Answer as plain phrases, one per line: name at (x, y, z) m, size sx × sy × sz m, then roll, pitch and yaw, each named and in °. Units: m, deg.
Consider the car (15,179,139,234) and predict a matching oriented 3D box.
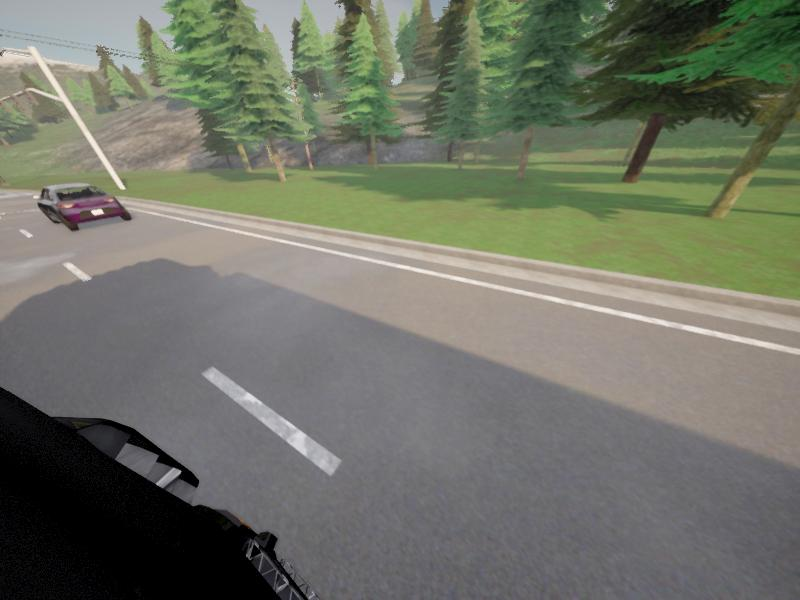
car at (-13.133, -3.946, 9.425) m, size 4.193 × 1.474 × 1.816 m, roll 16°, pitch 38°, yaw 25°
